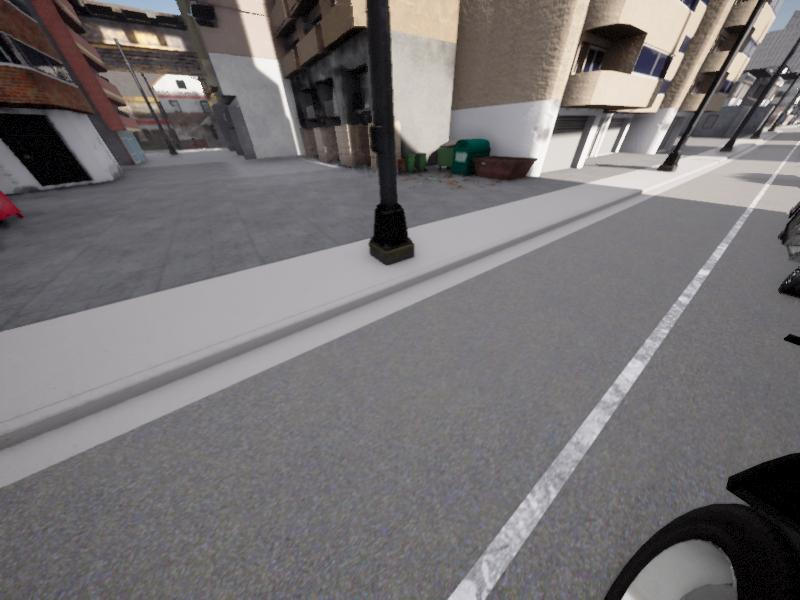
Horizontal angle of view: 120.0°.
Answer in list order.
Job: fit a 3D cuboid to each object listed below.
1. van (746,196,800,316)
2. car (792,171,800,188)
[{"bbox_3d":[8.809,-1.538,3.673,6.366,2.431,2.351,-23,41,-27],"label":"van"},{"bbox_3d":[20.327,-6.035,10.417,4.902,1.511,2.128,-23,41,-27],"label":"car"}]
